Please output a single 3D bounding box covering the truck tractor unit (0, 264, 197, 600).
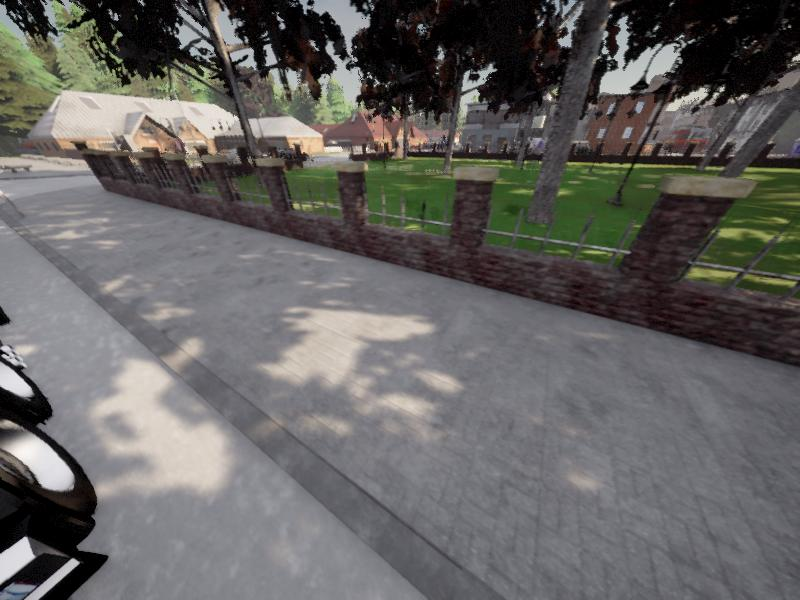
[{"bbox_3d":[-5.115,-0.297,0.779,6.516,4.208,3.053,18,39,24],"label":"truck tractor unit"}]

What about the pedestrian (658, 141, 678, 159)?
[{"bbox_3d":[34.068,-19.084,29.424,0.751,1.860,0.751,17,38,23],"label":"pedestrian"}]

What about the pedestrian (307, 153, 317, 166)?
[{"bbox_3d":[-8.881,-14.212,23.302,0.500,1.100,0.500,18,39,24],"label":"pedestrian"}]

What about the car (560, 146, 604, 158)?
[{"bbox_3d":[26.047,-21.266,33.167,4.718,1.301,1.895,20,40,27],"label":"car"}]

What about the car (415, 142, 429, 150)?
[{"bbox_3d":[5.556,-39.243,58.897,1.851,1.617,3.988,18,39,25],"label":"car"}]

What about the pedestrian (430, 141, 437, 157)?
[{"bbox_3d":[4.997,-22.507,34.424,0.751,1.860,0.751,18,39,24],"label":"pedestrian"}]

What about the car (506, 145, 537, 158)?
[{"bbox_3d":[17.631,-21.607,33.528,3.633,1.501,1.845,17,39,23],"label":"car"}]

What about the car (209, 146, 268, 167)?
[{"bbox_3d":[-17.784,-16.018,25.703,2.242,1.667,4.611,19,39,25],"label":"car"}]

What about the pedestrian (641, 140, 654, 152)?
[{"bbox_3d":[43.717,-27.187,40.774,0.751,1.860,0.751,18,39,24],"label":"pedestrian"}]

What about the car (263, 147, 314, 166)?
[{"bbox_3d":[-12.619,-16.619,26.635,1.882,1.535,5.008,18,39,25],"label":"car"}]

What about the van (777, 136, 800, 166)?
[{"bbox_3d":[42.418,-14.489,21.781,2.351,2.431,6.366,-25,32,-2],"label":"van"}]

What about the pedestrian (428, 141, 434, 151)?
[{"bbox_3d":[6.747,-33.650,50.431,0.751,1.860,0.751,25,42,31],"label":"pedestrian"}]

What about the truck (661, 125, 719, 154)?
[{"bbox_3d":[49.790,-27.776,40.086,2.891,3.827,8.468,18,39,25],"label":"truck"}]

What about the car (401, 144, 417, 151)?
[{"bbox_3d":[2.075,-35.642,53.966,1.994,1.385,4.181,18,39,24],"label":"car"}]

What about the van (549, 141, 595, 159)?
[{"bbox_3d":[22.792,-20.061,30.862,4.442,1.987,1.775,17,38,23],"label":"van"}]

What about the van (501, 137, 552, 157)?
[{"bbox_3d":[19.703,-24.037,36.213,6.366,2.431,2.351,18,39,24],"label":"van"}]

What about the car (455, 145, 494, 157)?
[{"bbox_3d":[11.786,-23.619,36.590,5.357,1.411,2.033,19,39,26],"label":"car"}]

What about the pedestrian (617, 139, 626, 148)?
[{"bbox_3d":[58.393,-41.269,60.877,0.751,1.860,0.751,14,37,20],"label":"pedestrian"}]
